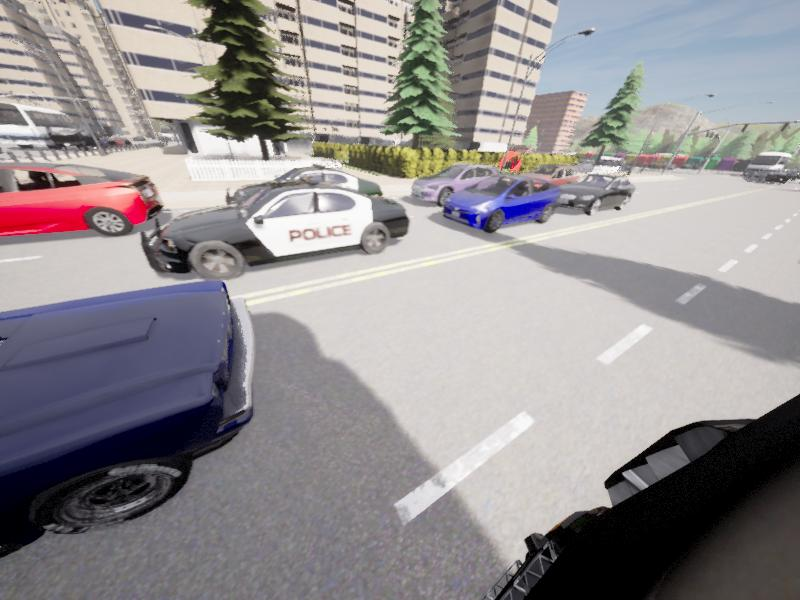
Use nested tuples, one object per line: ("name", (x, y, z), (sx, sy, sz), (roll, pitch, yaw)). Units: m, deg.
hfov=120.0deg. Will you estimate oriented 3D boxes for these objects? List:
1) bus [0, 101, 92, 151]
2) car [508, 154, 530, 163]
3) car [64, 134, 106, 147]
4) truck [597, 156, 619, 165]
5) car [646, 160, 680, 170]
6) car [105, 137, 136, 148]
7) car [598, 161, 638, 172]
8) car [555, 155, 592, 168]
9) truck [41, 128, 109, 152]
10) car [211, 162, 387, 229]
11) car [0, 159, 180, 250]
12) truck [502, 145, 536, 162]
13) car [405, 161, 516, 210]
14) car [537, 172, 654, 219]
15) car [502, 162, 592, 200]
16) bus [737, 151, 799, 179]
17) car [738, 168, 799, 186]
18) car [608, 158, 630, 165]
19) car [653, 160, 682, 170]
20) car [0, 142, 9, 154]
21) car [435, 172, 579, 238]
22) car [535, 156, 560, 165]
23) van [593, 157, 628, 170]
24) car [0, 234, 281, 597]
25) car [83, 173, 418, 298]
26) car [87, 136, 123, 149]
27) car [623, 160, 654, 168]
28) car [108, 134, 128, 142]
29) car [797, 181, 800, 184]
("bus", (-43.924, -20.877, 28.024), (3.944, 4.253, 10.273), (-16, 38, -26))
("car", (32.282, -38.648, 63.027), (2.242, 1.667, 4.611), (-16, 38, -26))
("car", (-49.009, -24.869, 36.092), (2.128, 1.511, 4.902), (-16, 38, -26))
("truck", (66.199, -44.488, 73.651), (2.069, 2.038, 4.478), (-16, 38, -26))
("car", (62.591, -32.194, 55.101), (1.932, 1.855, 4.605), (-16, 38, -26))
("car", (-46.790, -26.475, 38.799), (1.994, 1.385, 4.181), (-16, 38, -26))
("car", (41.587, -25.608, 44.223), (2.128, 1.511, 4.902), (-16, 38, -26))
("car", (37.397, -29.976, 49.961), (2.150, 2.045, 5.566), (-16, 38, -26))
("truck", (-39.820, -19.787, 28.648), (2.390, 2.098, 6.274), (-15, 38, -25))
("car", (-3.145, -3.807, 8.029), (4.974, 1.542, 2.038), (-16, 38, -26))
("car", (-8.564, -2.293, 5.341), (4.514, 1.525, 2.007), (-15, 38, -25))
("truck", (35.517, -44.164, 69.479), (2.891, 3.827, 8.468), (-16, 38, -26))
("car", (2.869, -5.570, 11.050), (4.856, 1.649, 2.033), (-16, 38, -26))
("car", (9.229, -5.101, 10.944), (4.902, 1.511, 2.128), (-16, 38, -26))
("car", (8.947, -7.331, 14.123), (4.611, 1.667, 2.242), (-16, 38, -26))
("bus", (73.061, -26.745, 45.866), (10.273, 4.253, 3.944), (-15, 38, -25))
("car", (52.529, -17.739, 33.134), (1.930, 1.638, 5.238), (15, 36, 17))
("car", (73.270, -46.470, 77.341), (1.932, 1.855, 4.605), (-16, 38, -26))
("car", (65.120, -32.880, 56.331), (1.905, 1.878, 3.866), (-16, 38, -26))
("car", (-37.332, -13.321, 19.568), (2.152, 1.651, 5.027), (-17, 38, -27))
("car", (3.725, -3.529, 8.147), (4.514, 1.525, 2.007), (-16, 38, -26))
("car", (40.315, -38.337, 63.360), (2.152, 1.651, 5.027), (-16, 38, -26))
("van", (43.265, -28.038, 47.511), (2.069, 2.038, 4.480), (-16, 38, -26))
("car", (-3.474, 0.873, 1.194), (4.718, 1.301, 1.895), (-16, 38, -26))
("car", (-2.309, -1.802, 5.085), (4.974, 1.542, 2.038), (-16, 38, -26))
("car", (-43.571, -23.320, 34.221), (1.816, 1.474, 4.193), (-16, 38, -26))
("car", (64.231, -36.564, 62.209), (2.033, 1.415, 5.357), (-16, 38, -26))
("car", (-75.657, -43.622, 62.130), (1.801, 1.575, 5.366), (-16, 38, -26))
("car", (63.225, -18.516, 35.122), (4.856, 1.649, 2.033), (-16, 38, -26))
